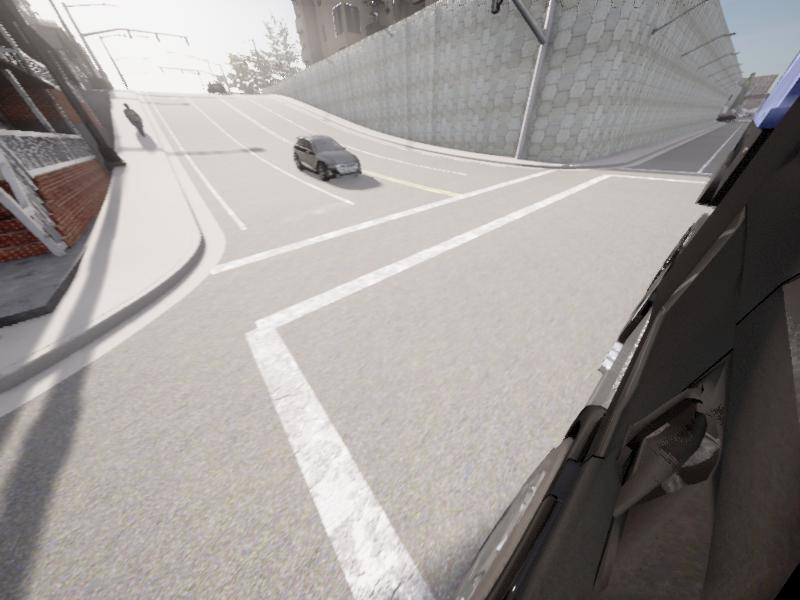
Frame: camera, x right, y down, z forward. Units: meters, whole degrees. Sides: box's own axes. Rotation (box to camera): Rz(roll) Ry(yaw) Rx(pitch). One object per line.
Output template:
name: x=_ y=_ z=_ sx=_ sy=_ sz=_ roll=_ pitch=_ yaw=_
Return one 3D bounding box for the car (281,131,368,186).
car: x=-3.947 y=-7.421 z=11.851 sx=2.033 sy=1.649 sz=4.856 roll=-28 pitch=48 yaw=-30

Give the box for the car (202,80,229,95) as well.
car: x=-28.308 y=-32.528 z=35.427 sx=2.128 sy=1.511 sz=4.902 roll=-28 pitch=48 yaw=-30

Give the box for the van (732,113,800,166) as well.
van: x=19.787 y=-8.515 z=12.164 sx=4.442 sy=1.987 sz=1.775 roll=-28 pitch=43 yaw=-30

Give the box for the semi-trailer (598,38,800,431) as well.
semi-trailer: x=8.692 y=-3.602 z=4.244 sx=14.254 sy=4.402 sz=2.717 roll=-28 pitch=43 yaw=-30

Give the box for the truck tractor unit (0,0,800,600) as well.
truck tractor unit: x=2.645 y=-0.295 z=0.351 sx=6.516 sy=4.208 sz=3.053 roll=-28 pitch=44 yaw=-30

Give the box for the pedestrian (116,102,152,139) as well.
pedestrian: x=-17.616 y=-11.897 z=15.356 sx=0.751 sy=1.860 sz=0.751 roll=-29 pitch=44 yaw=-31
